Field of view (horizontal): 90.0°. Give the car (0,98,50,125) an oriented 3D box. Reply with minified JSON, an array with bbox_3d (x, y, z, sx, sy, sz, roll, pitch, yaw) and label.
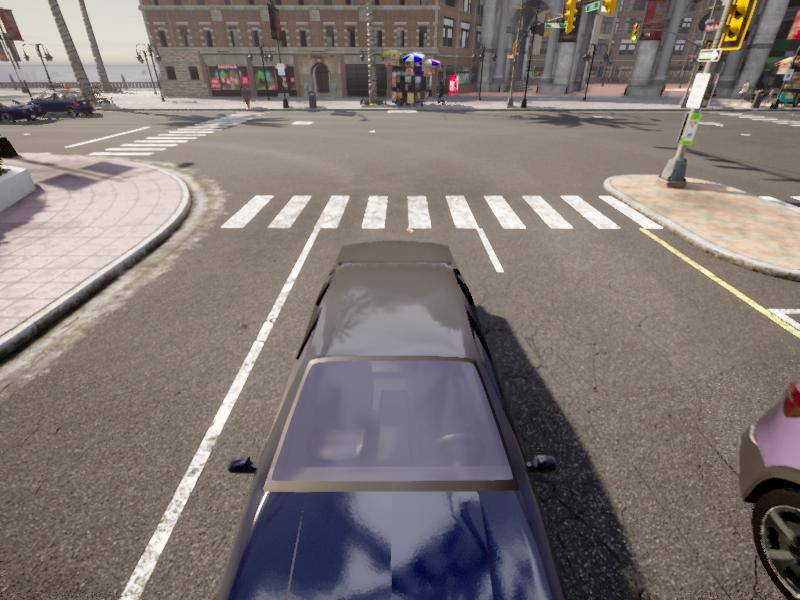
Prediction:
[{"bbox_3d":[-24.865,-11.599,24.586,4.718,1.301,1.895,0,30,0],"label":"car"}]

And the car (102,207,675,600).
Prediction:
[{"bbox_3d":[-0.050,0.699,3.456,2.033,1.411,5.357,0,30,0],"label":"car"}]

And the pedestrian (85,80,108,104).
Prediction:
[{"bbox_3d":[-26.332,-18.060,34.735,0.751,1.860,0.751,5,31,8],"label":"pedestrian"}]

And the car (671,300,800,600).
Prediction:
[{"bbox_3d":[3.466,1.923,1.108,2.033,1.649,4.856,0,30,0],"label":"car"}]

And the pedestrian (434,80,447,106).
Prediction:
[{"bbox_3d":[3.358,-17.087,33.065,0.751,1.860,0.751,15,34,24],"label":"pedestrian"}]

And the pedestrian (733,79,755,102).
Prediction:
[{"bbox_3d":[32.105,-19.568,37.325,0.751,1.860,0.751,8,31,13],"label":"pedestrian"}]

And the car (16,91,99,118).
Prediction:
[{"bbox_3d":[-23.440,-13.470,27.535,3.705,1.549,1.789,0,30,0],"label":"car"}]

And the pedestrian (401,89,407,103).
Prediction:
[{"bbox_3d":[0.368,-18.176,35.681,0.500,1.100,0.500,6,31,11],"label":"pedestrian"}]

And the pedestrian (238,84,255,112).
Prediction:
[{"bbox_3d":[-11.681,-15.429,30.534,0.751,1.860,0.751,-2,30,-3],"label":"pedestrian"}]
